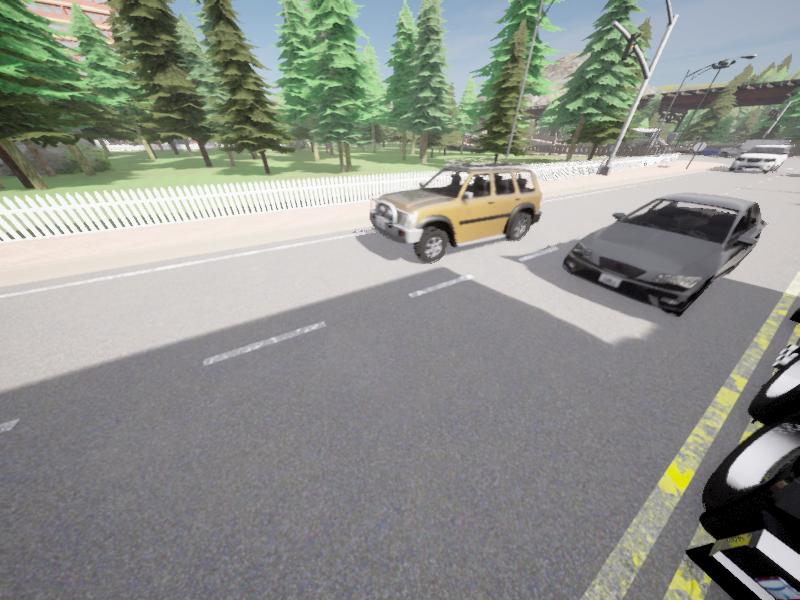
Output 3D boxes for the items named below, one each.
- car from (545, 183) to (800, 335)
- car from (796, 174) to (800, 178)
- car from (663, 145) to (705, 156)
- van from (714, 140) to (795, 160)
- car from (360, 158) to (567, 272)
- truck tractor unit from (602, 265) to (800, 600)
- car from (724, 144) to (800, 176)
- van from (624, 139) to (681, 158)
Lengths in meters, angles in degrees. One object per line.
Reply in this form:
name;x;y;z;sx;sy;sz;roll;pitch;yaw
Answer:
car;5.166;-1.143;4.394;4.193;1.474;1.816;-18;39;-24
car;32.004;-9.915;17.151;3.705;1.549;1.789;-18;39;-25
car;56.151;-29.700;45.821;2.163;1.488;4.792;-19;39;-26
van;54.959;-23.513;36.103;2.351;2.431;6.366;-20;40;-26
car;1.585;-2.448;5.894;4.605;1.855;1.932;-17;39;-25
truck tractor unit;5.109;-0.304;0.776;6.516;4.208;3.053;-18;39;-24
car;31.255;-12.185;19.967;5.566;2.045;2.150;-18;39;-24
van;43.668;-26.503;40.199;1.988;2.561;5.915;-19;39;-26
